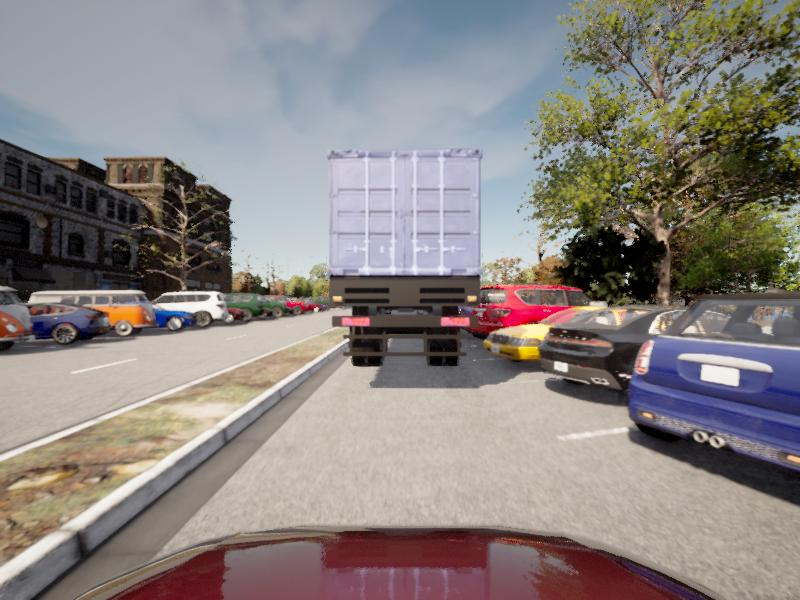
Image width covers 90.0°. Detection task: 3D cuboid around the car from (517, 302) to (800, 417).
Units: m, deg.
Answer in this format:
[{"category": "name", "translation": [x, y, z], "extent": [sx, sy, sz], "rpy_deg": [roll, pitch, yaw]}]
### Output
[{"category": "car", "translation": [4.858, 0.827, 7.175], "extent": [4.892, 1.521, 2.231], "rpy_deg": [1, 0, -19]}]

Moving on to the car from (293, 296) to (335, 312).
[{"category": "car", "translation": [-12.173, 0.541, 56.385], "extent": [5.566, 2.045, 2.435], "rpy_deg": [-1, 0, -18]}]

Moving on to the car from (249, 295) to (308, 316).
[{"category": "car", "translation": [-12.537, 0.554, 41.348], "extent": [5.566, 2.045, 2.435], "rpy_deg": [-1, 0, -19]}]

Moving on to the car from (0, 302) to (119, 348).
[{"category": "car", "translation": [-13.234, 0.840, 14.269], "extent": [4.792, 1.488, 2.163], "rpy_deg": [-1, 0, -19]}]

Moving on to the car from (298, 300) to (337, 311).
[{"category": "car", "translation": [-12.238, 0.776, 59.362], "extent": [5.366, 1.575, 1.946], "rpy_deg": [-1, 1, -18]}]

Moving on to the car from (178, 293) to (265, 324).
[{"category": "car", "translation": [-12.879, 0.557, 29.298], "extent": [5.566, 2.045, 2.435], "rpy_deg": [-1, 0, -19]}]

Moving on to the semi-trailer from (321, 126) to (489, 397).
[{"category": "semi-trailer", "translation": [0.195, -0.623, 13.634], "extent": [2.717, 4.402, 14.254], "rpy_deg": [0, 0, 1]}]

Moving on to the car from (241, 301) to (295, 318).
[{"category": "car", "translation": [-12.607, 0.835, 38.339], "extent": [4.792, 1.488, 2.163], "rpy_deg": [-1, 0, -19]}]

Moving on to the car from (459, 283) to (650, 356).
[{"category": "car", "translation": [5.001, 0.572, 13.127], "extent": [5.566, 2.045, 2.435], "rpy_deg": [1, 0, -19]}]

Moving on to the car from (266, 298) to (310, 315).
[{"category": "car", "translation": [-12.450, 0.680, 44.343], "extent": [4.553, 1.767, 2.185], "rpy_deg": [-1, 0, -19]}]

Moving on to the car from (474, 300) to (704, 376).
[{"category": "car", "translation": [4.740, 0.819, 10.079], "extent": [5.366, 1.575, 1.946], "rpy_deg": [1, 0, -19]}]

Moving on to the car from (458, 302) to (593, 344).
[{"category": "car", "translation": [5.011, 0.851, 16.076], "extent": [4.792, 1.488, 2.163], "rpy_deg": [1, 0, -19]}]

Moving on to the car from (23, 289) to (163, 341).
[{"category": "car", "translation": [-13.033, 0.582, 17.334], "extent": [4.442, 1.987, 1.878], "rpy_deg": [-1, 0, -19]}]

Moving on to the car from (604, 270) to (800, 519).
[{"category": "car", "translation": [4.798, 0.701, 4.198], "extent": [4.553, 1.767, 2.185], "rpy_deg": [1, 0, -19]}]

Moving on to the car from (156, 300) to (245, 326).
[{"category": "car", "translation": [-12.926, 0.808, 26.309], "extent": [5.008, 1.535, 2.097], "rpy_deg": [-1, 0, -19]}]

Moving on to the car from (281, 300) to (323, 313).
[{"category": "car", "translation": [-12.319, 0.805, 50.360], "extent": [5.008, 1.535, 2.097], "rpy_deg": [-1, 0, -18]}]

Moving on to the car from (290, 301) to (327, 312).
[{"category": "car", "translation": [-12.231, 0.841, 53.385], "extent": [4.674, 1.452, 2.002], "rpy_deg": [-1, 0, -18]}]

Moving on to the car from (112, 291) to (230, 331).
[{"category": "car", "translation": [-13.023, 0.558, 23.291], "extent": [5.566, 2.045, 2.435], "rpy_deg": [-1, 0, -19]}]

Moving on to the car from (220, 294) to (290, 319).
[{"category": "car", "translation": [-12.685, 0.555, 35.336], "extent": [5.566, 2.045, 2.435], "rpy_deg": [-1, 0, -19]}]

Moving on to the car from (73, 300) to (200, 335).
[{"category": "car", "translation": [-13.070, 0.809, 20.300], "extent": [5.008, 1.535, 2.097], "rpy_deg": [-1, 0, -19]}]

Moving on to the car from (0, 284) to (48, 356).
[{"category": "car", "translation": [-13.166, 0.583, 11.311], "extent": [4.442, 1.987, 1.878], "rpy_deg": [-1, 0, -19]}]

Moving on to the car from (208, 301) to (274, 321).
[{"category": "car", "translation": [-12.751, 0.836, 32.329], "extent": [4.792, 1.488, 2.163], "rpy_deg": [-1, 0, -19]}]

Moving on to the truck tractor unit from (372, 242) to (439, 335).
[{"category": "truck tractor unit", "translation": [0.333, -0.531, 21.548], "extent": [3.053, 4.208, 6.516], "rpy_deg": [0, 0, 1]}]
